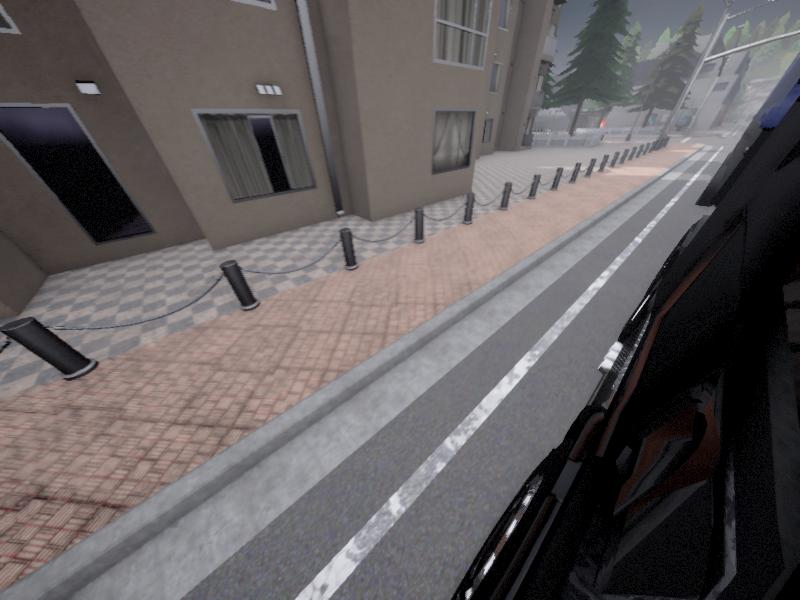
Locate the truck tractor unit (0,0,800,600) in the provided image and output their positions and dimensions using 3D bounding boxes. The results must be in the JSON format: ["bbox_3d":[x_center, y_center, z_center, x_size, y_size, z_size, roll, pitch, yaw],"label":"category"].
[{"bbox_3d":[2.645,-0.295,0.351,6.516,4.208,3.053,-28,44,-30],"label":"truck tractor unit"}]

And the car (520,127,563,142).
[{"bbox_3d":[20.061,-23.553,32.878,2.007,1.525,4.514,-29,44,-31],"label":"car"}]

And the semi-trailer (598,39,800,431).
[{"bbox_3d":[8.696,-3.593,4.250,14.254,4.402,2.717,-28,44,-30],"label":"semi-trailer"}]
